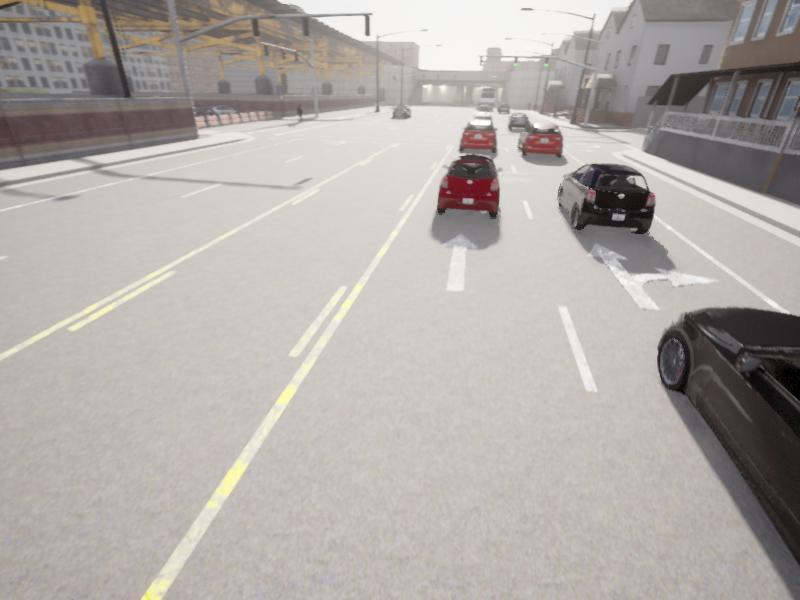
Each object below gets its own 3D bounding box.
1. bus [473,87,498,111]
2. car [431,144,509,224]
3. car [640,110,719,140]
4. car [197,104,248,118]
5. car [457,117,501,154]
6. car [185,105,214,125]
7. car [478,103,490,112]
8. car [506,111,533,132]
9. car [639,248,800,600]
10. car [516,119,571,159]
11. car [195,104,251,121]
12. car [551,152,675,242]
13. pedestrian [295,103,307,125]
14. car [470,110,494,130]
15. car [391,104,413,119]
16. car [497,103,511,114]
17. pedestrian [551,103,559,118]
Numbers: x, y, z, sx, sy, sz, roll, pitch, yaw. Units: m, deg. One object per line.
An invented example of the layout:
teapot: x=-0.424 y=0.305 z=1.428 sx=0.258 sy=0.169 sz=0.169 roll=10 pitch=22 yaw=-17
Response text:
bus: x=18.360 y=-43.480 z=86.457 sx=3.944 sy=4.253 sz=10.273 roll=4 pitch=28 yaw=4
car: x=2.108 y=-3.590 z=11.909 sx=1.845 sy=1.501 sz=3.633 roll=6 pitch=28 yaw=9
car: x=23.259 y=-14.679 z=33.549 sx=4.856 sy=1.649 sz=2.033 roll=-3 pitch=26 yaw=12
car: x=-18.874 y=-20.252 z=42.747 sx=1.853 sy=1.218 sz=4.536 roll=22 pitch=34 yaw=34
car: x=4.869 y=-10.193 z=24.587 sx=2.242 sy=1.667 sz=4.611 roll=6 pitch=28 yaw=9
car: x=-19.088 y=-17.637 z=38.043 sx=2.038 sy=1.542 sz=4.974 roll=-11 pitch=30 yaw=-23
car: x=16.299 y=-37.120 z=77.216 sx=2.033 sy=1.411 sz=5.357 roll=6 pitch=28 yaw=9
car: x=11.593 y=-17.535 z=39.174 sx=2.007 sy=1.525 sz=4.514 roll=6 pitch=28 yaw=9
car: x=3.701 y=1.163 z=2.906 sx=1.812 sy=1.442 sz=4.674 roll=6 pitch=28 yaw=9
car: x=8.137 y=-9.431 z=23.250 sx=2.242 sy=1.667 sz=4.611 roll=6 pitch=28 yaw=9
car: x=-18.844 y=-20.130 z=42.855 sx=2.038 sy=1.542 sz=4.974 roll=22 pitch=34 yaw=34
car: x=5.419 y=-2.936 z=10.783 sx=1.845 sy=1.501 sz=3.633 roll=6 pitch=28 yaw=9
pedestrian: x=-9.681 y=-18.116 z=39.002 sx=0.751 sy=1.860 sz=0.751 roll=6 pitch=28 yaw=9
car: x=8.156 y=-17.895 z=39.737 sx=2.128 sy=1.511 sz=4.902 roll=6 pitch=28 yaw=9
car: x=0.308 y=-24.856 z=52.703 sx=2.033 sy=1.649 sz=4.856 roll=6 pitch=28 yaw=9
car: x=18.654 y=-34.304 z=71.628 sx=2.033 sy=1.649 sz=4.856 roll=6 pitch=28 yaw=9
pedestrian: x=22.383 y=-27.340 z=57.746 sx=0.751 sy=1.860 sz=0.751 roll=8 pitch=28 yaw=13
